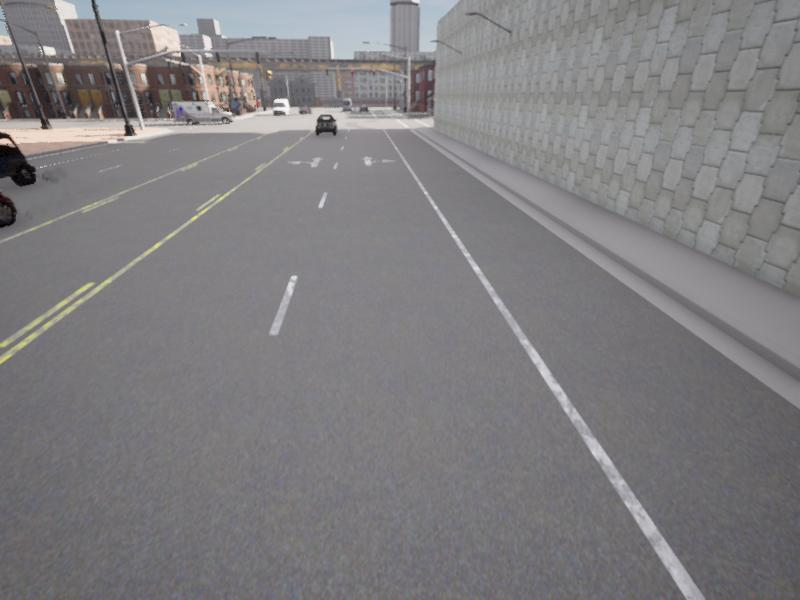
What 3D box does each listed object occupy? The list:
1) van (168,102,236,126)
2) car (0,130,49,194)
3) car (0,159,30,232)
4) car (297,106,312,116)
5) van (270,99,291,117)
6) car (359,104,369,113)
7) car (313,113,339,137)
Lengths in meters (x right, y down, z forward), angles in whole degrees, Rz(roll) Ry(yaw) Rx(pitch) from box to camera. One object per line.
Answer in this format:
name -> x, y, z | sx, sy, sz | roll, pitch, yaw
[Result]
van -> -22.890, -21.737, 46.625 | 6.366, 2.431, 2.351 | -5, 28, -9
car -> -14.923, -4.726, 13.879 | 1.905, 1.878, 3.866 | -2, 27, -4
car -> -10.914, -1.959, 8.766 | 1.851, 1.617, 3.988 | -2, 27, -4
car -> -16.906, -33.734, 71.288 | 1.994, 1.385, 4.181 | -2, 27, -4
van -> -20.094, -32.496, 67.580 | 1.988, 2.561, 5.915 | -2, 27, -4
car -> -7.424, -39.401, 82.304 | 1.812, 1.442, 4.674 | -2, 27, -4
car -> -6.430, -15.406, 35.109 | 1.851, 1.617, 3.988 | -2, 27, -4
